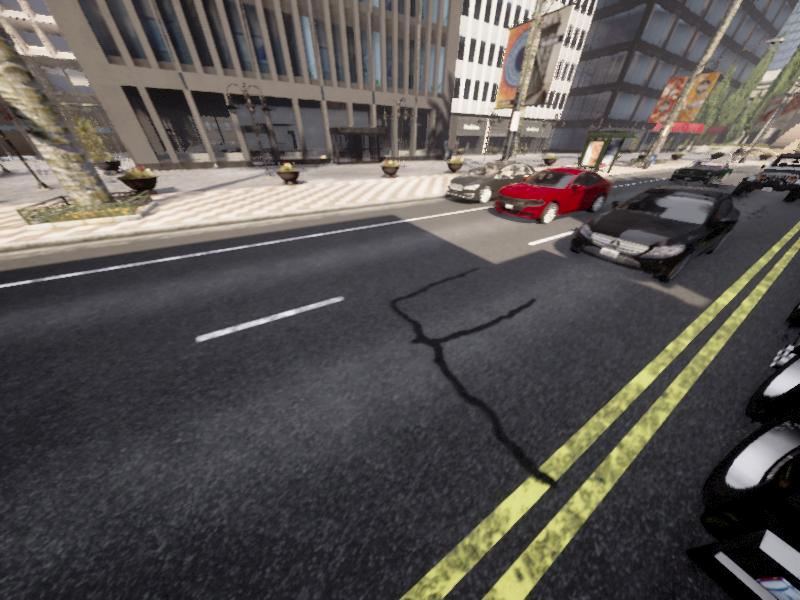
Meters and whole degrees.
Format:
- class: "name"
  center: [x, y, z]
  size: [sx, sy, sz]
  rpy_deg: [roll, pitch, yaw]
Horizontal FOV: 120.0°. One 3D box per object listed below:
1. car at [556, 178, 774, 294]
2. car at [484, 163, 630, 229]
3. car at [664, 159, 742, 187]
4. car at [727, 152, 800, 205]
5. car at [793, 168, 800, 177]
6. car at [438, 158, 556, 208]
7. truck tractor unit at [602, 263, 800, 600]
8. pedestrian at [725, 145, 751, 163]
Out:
- class: "car"
  center: [6.214, -1.814, 5.448]
  size: [4.674, 1.442, 1.812]
  rpy_deg: [-18, 39, -24]
- class: "car"
  center: [5.783, -4.018, 8.535]
  size: [5.008, 1.535, 1.882]
  rpy_deg: [-18, 39, -25]
- class: "car"
  center: [20.421, -8.635, 15.568]
  size: [4.718, 1.301, 1.895]
  rpy_deg: [-18, 39, -24]
- class: "car"
  center: [18.723, -6.035, 11.281]
  size: [3.866, 1.878, 1.905]
  rpy_deg: [-18, 39, -24]
- class: "car"
  center: [35.993, -11.133, 18.692]
  size: [5.566, 2.045, 2.150]
  rpy_deg: [-10, 36, -15]
- class: "car"
  center: [4.513, -5.639, 10.857]
  size: [4.892, 1.521, 2.231]
  rpy_deg: [-18, 39, -24]
- class: "truck tractor unit"
  center: [5.117, -0.291, 0.790]
  size: [6.516, 4.208, 3.053]
  rpy_deg: [-18, 39, -24]
- class: "pedestrian"
  center: [42.296, -18.304, 28.946]
  size: [0.751, 1.860, 0.751]
  rpy_deg: [-2, 35, -3]
